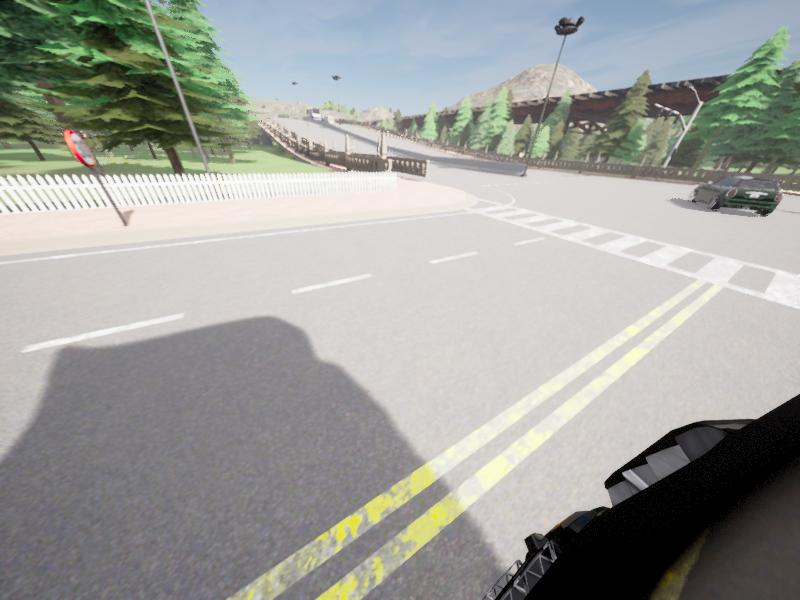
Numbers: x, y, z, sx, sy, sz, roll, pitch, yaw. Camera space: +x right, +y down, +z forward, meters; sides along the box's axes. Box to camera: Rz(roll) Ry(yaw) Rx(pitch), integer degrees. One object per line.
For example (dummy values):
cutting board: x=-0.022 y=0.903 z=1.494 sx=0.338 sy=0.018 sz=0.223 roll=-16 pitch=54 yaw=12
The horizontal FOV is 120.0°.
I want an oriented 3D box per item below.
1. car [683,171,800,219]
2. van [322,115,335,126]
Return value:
car: x=18.979 y=-6.170 z=13.157 sx=2.097 sy=1.767 sz=4.553 roll=21 pitch=37 yaw=25
van: x=-24.999 y=-62.721 z=80.789 sx=2.351 sy=2.431 sz=6.366 roll=-17 pitch=45 yaw=-27
